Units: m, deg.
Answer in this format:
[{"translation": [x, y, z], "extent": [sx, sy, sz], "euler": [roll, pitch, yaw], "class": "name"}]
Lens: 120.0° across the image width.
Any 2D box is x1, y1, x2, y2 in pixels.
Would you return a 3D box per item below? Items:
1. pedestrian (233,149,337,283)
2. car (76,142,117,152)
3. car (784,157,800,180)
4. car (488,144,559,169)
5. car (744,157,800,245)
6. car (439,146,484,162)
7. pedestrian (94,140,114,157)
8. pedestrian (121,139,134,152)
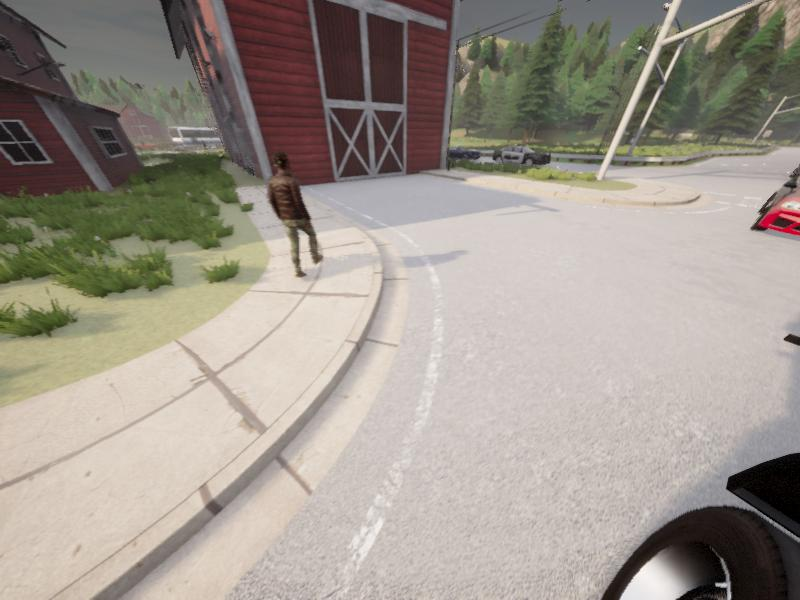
[{"translation": [-1.670, -1.293, 3.705], "extent": [0.751, 1.860, 0.751], "euler": [6, 36, 9], "class": "pedestrian"}, {"translation": [-63.001, -31.837, 48.028], "extent": [4.611, 1.667, 2.242], "euler": [-23, 41, -28], "class": "car"}, {"translation": [24.771, -7.520, 13.047], "extent": [1.816, 1.474, 4.193], "euler": [24, 42, 31], "class": "car"}, {"translation": [11.051, -13.290, 21.177], "extent": [1.930, 1.638, 5.238], "euler": [-22, 41, -28], "class": "car"}, {"translation": [11.914, -2.721, 6.185], "extent": [4.611, 1.667, 2.242], "euler": [-23, 41, -29], "class": "car"}, {"translation": [6.822, -16.615, 26.199], "extent": [1.895, 1.301, 4.718], "euler": [-22, 41, -28], "class": "car"}, {"translation": [-39.319, -20.122, 30.724], "extent": [0.751, 1.860, 0.751], "euler": [-23, 41, -28], "class": "pedestrian"}, {"translation": [-49.095, -27.809, 41.649], "extent": [0.751, 1.860, 0.751], "euler": [-23, 41, -28], "class": "pedestrian"}]
